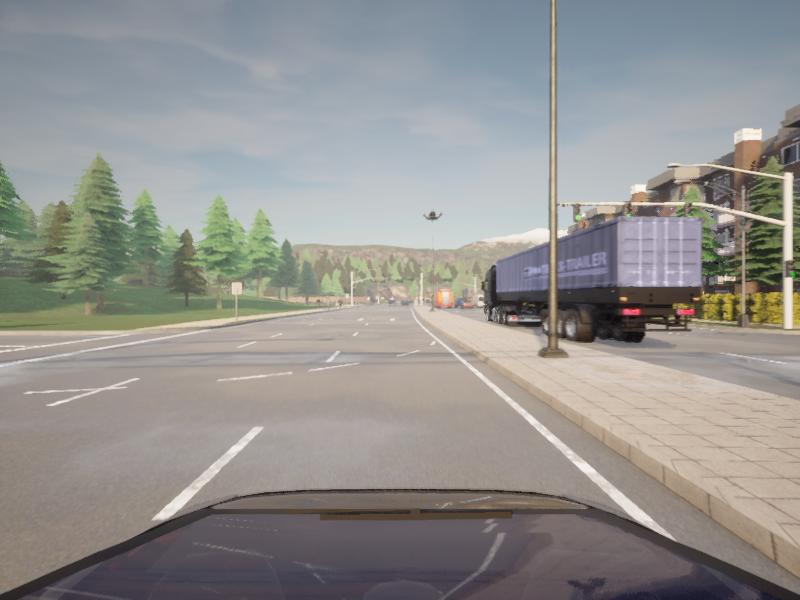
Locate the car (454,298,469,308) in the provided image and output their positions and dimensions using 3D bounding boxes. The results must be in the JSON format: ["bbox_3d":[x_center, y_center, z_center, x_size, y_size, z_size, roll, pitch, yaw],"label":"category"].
[{"bbox_3d":[11.954,0.556,77.823,2.150,2.045,5.566,0,0,1],"label":"car"}]

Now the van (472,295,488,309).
[{"bbox_3d":[15.450,0.309,77.226,1.988,2.561,5.915,0,0,1],"label":"van"}]

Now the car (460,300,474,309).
[{"bbox_3d":[11.786,0.776,70.693,1.851,1.617,3.988,0,0,1],"label":"car"}]

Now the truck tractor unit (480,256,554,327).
[{"bbox_3d":[7.582,-0.526,26.948,3.053,4.208,6.516,0,0,0],"label":"truck tractor unit"}]

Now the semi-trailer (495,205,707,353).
[{"bbox_3d":[7.694,-0.622,19.033,2.717,4.402,14.254,0,0,-1],"label":"semi-trailer"}]

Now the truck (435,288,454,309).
[{"bbox_3d":[8.444,-0.333,77.116,2.891,3.827,8.468,0,0,1],"label":"truck"}]
